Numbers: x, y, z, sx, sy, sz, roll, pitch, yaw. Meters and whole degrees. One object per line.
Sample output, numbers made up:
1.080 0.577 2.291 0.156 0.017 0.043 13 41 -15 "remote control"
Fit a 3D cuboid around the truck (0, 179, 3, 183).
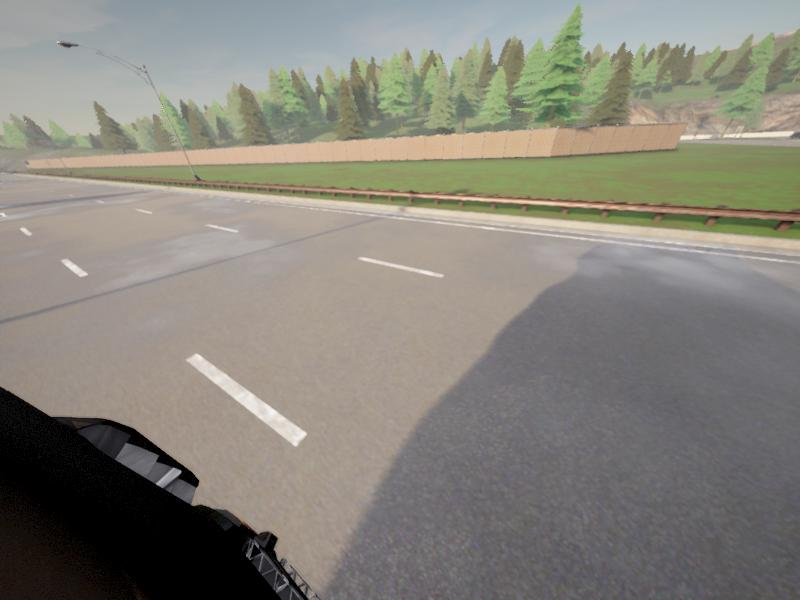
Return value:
-60.856 -18.062 33.375 6.274 2.098 2.390 16 38 26 "truck"
